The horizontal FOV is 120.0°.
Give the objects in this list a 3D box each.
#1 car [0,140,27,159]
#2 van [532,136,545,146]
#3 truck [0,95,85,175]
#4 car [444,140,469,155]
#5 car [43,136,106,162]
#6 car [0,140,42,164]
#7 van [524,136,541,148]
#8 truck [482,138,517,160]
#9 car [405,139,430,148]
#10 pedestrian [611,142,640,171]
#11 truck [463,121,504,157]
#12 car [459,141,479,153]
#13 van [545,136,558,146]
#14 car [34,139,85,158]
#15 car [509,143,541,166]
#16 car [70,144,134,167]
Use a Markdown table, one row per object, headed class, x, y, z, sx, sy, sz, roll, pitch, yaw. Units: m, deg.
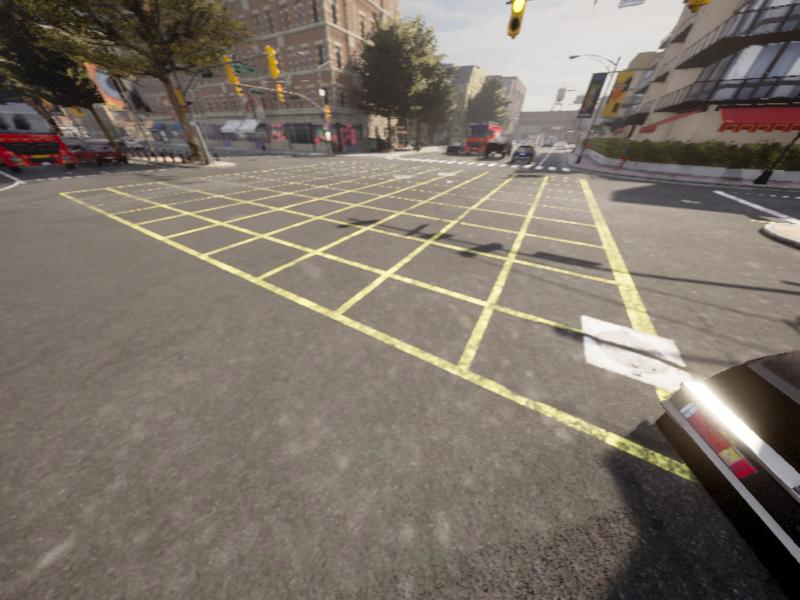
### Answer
| class | x | y | z | sx | sy | sz | roll | pitch | yaw |
| --- | --- | --- | --- | --- | --- | --- | --- | --- | --- |
| car | -38.844 | -14.603 | 22.352 | 4.181 | 1.385 | 1.994 | 19 | 39 | 23 |
| van | 42.100 | -48.466 | 70.316 | 2.351 | 2.431 | 6.366 | 19 | 39 | 24 |
| truck | -26.514 | -11.277 | 15.839 | 8.468 | 3.827 | 2.891 | 19 | 40 | 24 |
| car | 8.493 | -22.865 | 34.586 | 1.930 | 1.638 | 5.238 | 19 | 39 | 23 |
| car | -30.201 | -14.110 | 21.468 | 4.553 | 1.767 | 2.097 | 19 | 40 | 24 |
| car | -33.139 | -12.648 | 19.642 | 3.806 | 1.475 | 1.970 | 19 | 40 | 24 |
| van | 33.149 | -39.569 | 57.714 | 2.351 | 2.431 | 6.366 | 19 | 39 | 24 |
| truck | 12.384 | -18.795 | 28.585 | 2.390 | 2.098 | 6.274 | 19 | 39 | 24 |
| car | 3.917 | -35.439 | 52.152 | 4.974 | 1.542 | 2.038 | 20 | 40 | 24 |
| pedestrian | 17.062 | -10.883 | 17.529 | 0.751 | 1.860 | 0.751 | -27 | 44 | -33 |
| truck | 12.205 | -23.374 | 33.496 | 2.891 | 3.827 | 8.468 | 19 | 39 | 24 |
| car | 11.875 | -26.146 | 39.404 | 1.812 | 1.442 | 4.674 | 19 | 39 | 24 |
| van | 45.165 | -47.452 | 68.960 | 2.351 | 2.431 | 6.366 | 19 | 39 | 24 |
| car | -35.313 | -15.778 | 23.970 | 3.806 | 1.475 | 1.970 | 20 | 40 | 24 |
| car | 12.951 | -15.110 | 23.855 | 2.033 | 1.649 | 4.856 | 19 | 40 | 24 |
| car | -24.239 | -11.810 | 18.802 | 4.718 | 1.301 | 1.895 | 19 | 40 | 24 |
